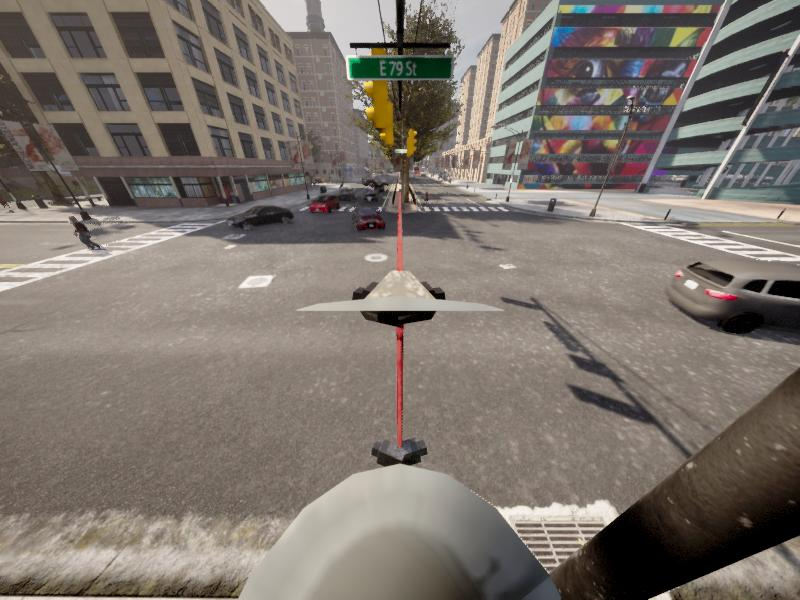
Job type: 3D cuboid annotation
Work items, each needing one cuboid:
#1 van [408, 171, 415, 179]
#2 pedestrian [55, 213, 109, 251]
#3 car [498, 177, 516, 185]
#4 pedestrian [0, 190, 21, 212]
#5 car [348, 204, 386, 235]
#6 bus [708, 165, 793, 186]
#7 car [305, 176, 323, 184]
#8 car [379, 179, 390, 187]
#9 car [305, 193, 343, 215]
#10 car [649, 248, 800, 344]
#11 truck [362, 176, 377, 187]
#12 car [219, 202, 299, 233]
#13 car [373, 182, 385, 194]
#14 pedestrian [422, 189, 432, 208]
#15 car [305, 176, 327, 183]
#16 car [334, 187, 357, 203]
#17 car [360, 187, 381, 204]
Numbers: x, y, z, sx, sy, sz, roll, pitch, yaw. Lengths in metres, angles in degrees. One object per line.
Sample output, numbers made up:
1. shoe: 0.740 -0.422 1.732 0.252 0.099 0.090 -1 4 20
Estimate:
1. van: 4.482 -49.004 90.446 2.351 2.431 6.366 0 30 0
2. pedestrian: -17.016 -3.651 12.420 0.751 1.860 0.751 0 30 0
3. car: 27.196 -30.383 58.961 2.161 1.482 4.786 0 30 0
4. pedestrian: -38.120 -9.461 22.179 0.751 1.860 0.751 -2 30 -3
5. car: -2.538 -6.178 17.338 1.994 1.385 4.181 -9 31 -15
6. bus: 85.630 -30.787 57.074 3.944 4.253 10.273 -2 30 -3
7. car: -23.251 -32.625 62.622 3.866 1.878 1.905 0 30 0
8. car: -3.636 -28.019 55.140 2.033 1.411 5.357 0 30 0
9. car: -7.631 -9.917 23.655 2.007 1.525 4.514 3 30 4
10. car: 10.935 -0.080 6.472 4.611 1.667 2.242 9 31 16
11. truck: -7.331 -28.019 54.437 2.390 2.098 6.274 -8 31 -14
12. car: -10.569 -6.454 17.740 1.812 1.442 4.674 21 36 32
13. car: -3.681 -20.060 41.144 1.851 1.617 3.988 0 30 0
14. pedestrian: 2.931 -11.110 25.340 0.751 1.860 0.751 -6 30 -10
15. car: -23.827 -34.247 65.742 5.366 1.575 1.801 -1 30 -2
16. car: -7.225 -14.147 31.015 1.837 1.490 4.892 0 30 0
17. car: -3.714 -13.720 30.261 2.128 1.511 4.902 0 30 0
